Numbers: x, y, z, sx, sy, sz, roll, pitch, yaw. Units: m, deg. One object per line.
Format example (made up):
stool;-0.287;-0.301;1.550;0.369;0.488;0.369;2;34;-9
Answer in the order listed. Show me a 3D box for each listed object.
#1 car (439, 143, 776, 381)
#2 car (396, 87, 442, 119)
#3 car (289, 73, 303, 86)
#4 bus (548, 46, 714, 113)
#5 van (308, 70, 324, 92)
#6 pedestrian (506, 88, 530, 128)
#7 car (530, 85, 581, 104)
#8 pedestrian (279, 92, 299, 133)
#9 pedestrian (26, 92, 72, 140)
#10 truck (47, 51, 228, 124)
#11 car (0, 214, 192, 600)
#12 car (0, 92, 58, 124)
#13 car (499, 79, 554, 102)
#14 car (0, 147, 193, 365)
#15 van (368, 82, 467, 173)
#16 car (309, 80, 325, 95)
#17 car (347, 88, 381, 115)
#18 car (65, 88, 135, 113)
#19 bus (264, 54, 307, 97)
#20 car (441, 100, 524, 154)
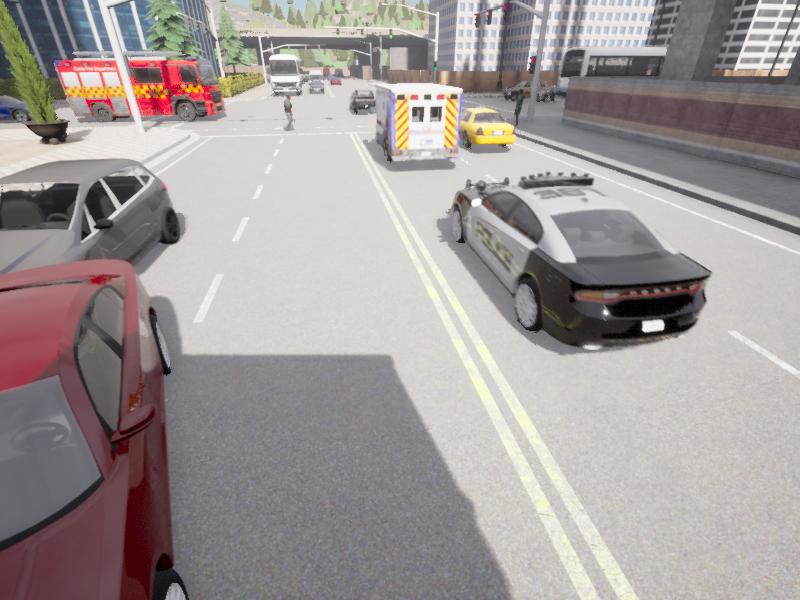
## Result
car;2.278;-1.189;6.418;1.930;1.638;5.238;-5;31;-9
car;1.222;-14.040;28.389;2.242;1.667;4.611;-5;31;-9
car;-19.001;-40.420;73.216;2.150;2.045;5.566;-7;31;-11
bus;17.841;-17.409;31.567;10.273;4.253;3.944;-5;31;-9
van;-12.184;-31.896;58.123;1.988;2.561;5.915;-5;31;-9
pedestrian;6.357;-10.360;21.541;0.751;1.860;0.751;22;37;32
car;14.582;-19.334;37.619;3.806;1.475;1.970;-5;31;-8
pedestrian;-5.847;-9.868;21.025;0.751;1.860;0.751;-7;31;-12
pedestrian;-15.785;-8.282;18.027;0.751;1.860;0.751;-6;31;-10
truck;-16.062;-13.497;25.360;8.468;3.827;2.891;-3;30;-4
car;-2.803;0.979;2.812;1.882;1.535;5.008;-16;33;-24
car;-24.925;-11.955;24.911;4.856;1.649;2.033;-5;31;-9
car;12.666;-21.117;40.277;4.605;1.855;1.932;-4;31;-7
car;-5.291;-1.080;6.230;2.242;1.667;4.611;-5;30;-7
van;0.344;-6.912;15.438;2.351;2.431;6.366;-5;31;-9
car;-10.789;-27.577;51.811;1.812;1.442;4.674;-5;31;-9
car;-2.841;-15.378;30.849;2.128;1.511;4.902;-5;31;-9
car;-23.324;-15.624;31.261;3.705;1.549;1.789;-5;31;-8
bus;-13.938;-27.977;49.718;3.944;4.253;10.273;-5;31;-9
car;3.442;-7.887;17.942;1.801;1.575;5.366;-5;31;-8
